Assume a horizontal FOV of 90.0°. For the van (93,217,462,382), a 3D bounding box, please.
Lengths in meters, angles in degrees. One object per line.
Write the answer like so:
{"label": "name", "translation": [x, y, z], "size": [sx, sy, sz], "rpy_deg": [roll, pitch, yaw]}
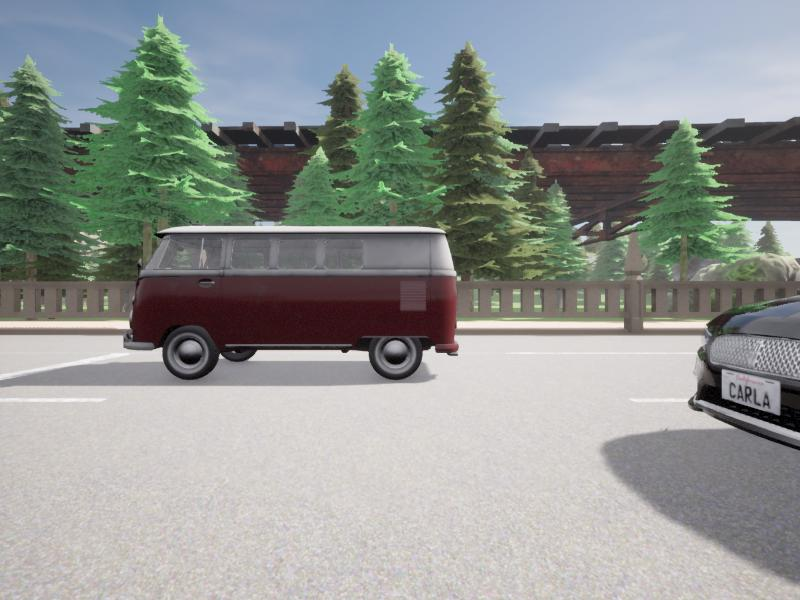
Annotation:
{"label": "van", "translation": [-1.470, -0.002, 5.700], "size": [4.442, 1.987, 1.775], "rpy_deg": [0, 0, 0]}

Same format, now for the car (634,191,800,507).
{"label": "car", "translation": [4.363, 0.237, 2.200], "size": [4.902, 1.511, 2.128], "rpy_deg": [0, 0, 0]}
